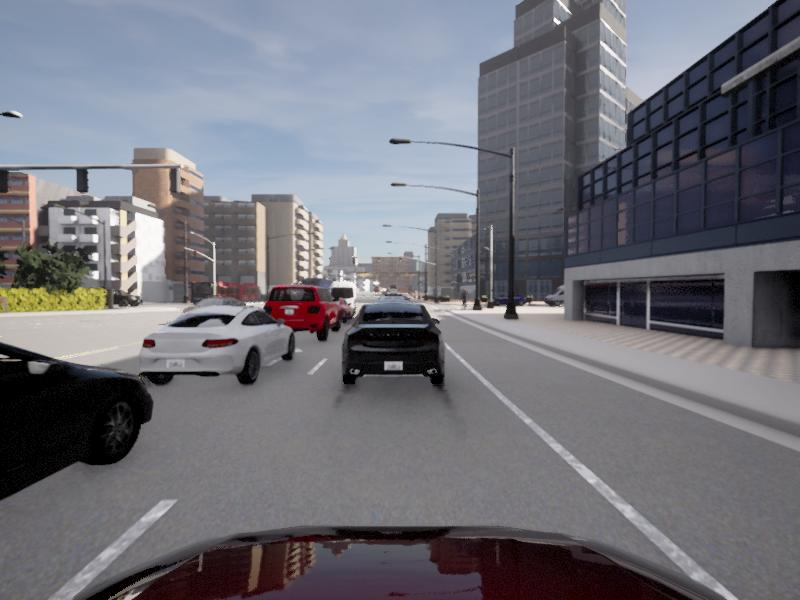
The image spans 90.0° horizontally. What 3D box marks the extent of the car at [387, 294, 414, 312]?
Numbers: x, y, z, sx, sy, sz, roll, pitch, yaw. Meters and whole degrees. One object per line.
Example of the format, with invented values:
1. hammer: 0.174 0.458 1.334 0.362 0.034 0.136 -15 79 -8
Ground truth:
1. car: 0.115 0.259 36.816 1.816 1.474 4.193 0 2 11

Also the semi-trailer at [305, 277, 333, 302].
1. semi-trailer: -15.305 -1.973 76.828 2.717 4.402 14.254 0 1 -1

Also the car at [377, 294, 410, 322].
1. car: -0.434 0.434 26.084 1.930 1.638 5.238 0 1 -1

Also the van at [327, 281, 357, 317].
1. van: -4.743 -0.146 31.919 1.988 2.561 5.915 0 2 -12

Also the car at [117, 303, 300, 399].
1. car: -3.649 0.836 8.742 1.812 1.442 4.674 0 1 -1

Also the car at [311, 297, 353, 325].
1. car: -3.917 0.582 23.791 1.812 1.442 4.674 0 1 -1

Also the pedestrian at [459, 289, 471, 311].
1. pedestrian: 5.468 -0.026 33.786 0.751 1.860 0.751 0 2 -18

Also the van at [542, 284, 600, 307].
1. van: 19.988 -0.536 46.835 5.915 2.561 1.988 0 2 0

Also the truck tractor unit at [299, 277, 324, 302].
1. truck tractor unit: -15.127 -1.771 68.920 3.053 4.208 6.516 0 0 -1

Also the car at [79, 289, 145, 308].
1. car: -30.795 -0.207 42.901 5.566 2.045 2.150 0 2 0

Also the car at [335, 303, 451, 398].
1. car: -0.147 0.809 8.786 1.837 1.490 4.892 0 0 -1

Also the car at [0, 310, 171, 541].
1. car: -3.546 0.853 2.565 1.816 1.474 4.193 0 0 -1

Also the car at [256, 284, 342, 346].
1. car: -3.773 0.445 16.173 2.150 2.045 5.566 0 1 -1

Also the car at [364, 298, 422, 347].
1. car: -0.256 0.716 15.500 1.882 1.535 5.008 0 1 -1

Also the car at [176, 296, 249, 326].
1. car: -10.797 0.550 23.561 1.882 1.535 5.008 0 1 1

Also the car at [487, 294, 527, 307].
1. car: 12.508 -0.006 46.785 4.193 1.474 1.816 0 2 0
